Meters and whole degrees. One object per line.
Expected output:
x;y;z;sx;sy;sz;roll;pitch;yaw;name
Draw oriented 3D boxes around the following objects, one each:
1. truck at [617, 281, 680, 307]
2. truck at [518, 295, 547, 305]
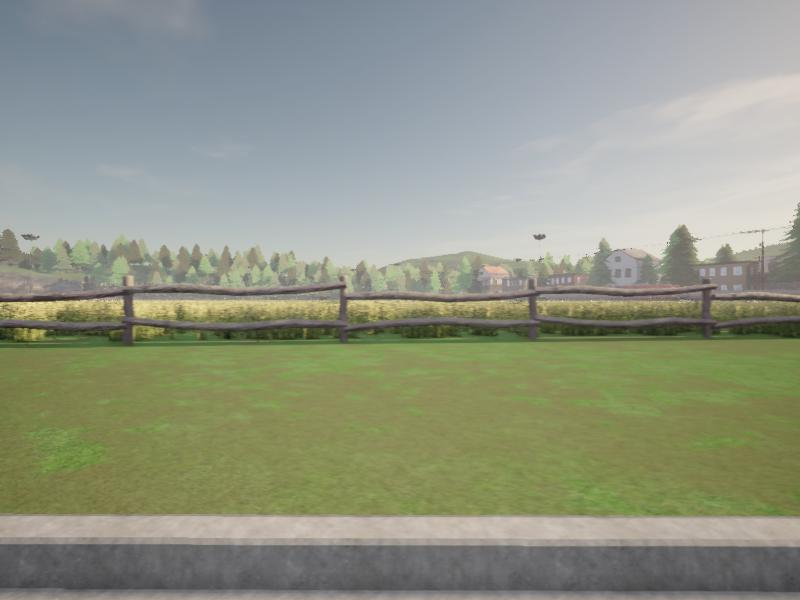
39.968;-0.907;64.794;2.891;3.827;8.468;0;0;-25;truck
29.188;-0.048;88.180;2.390;2.098;6.274;0;0;-25;truck
